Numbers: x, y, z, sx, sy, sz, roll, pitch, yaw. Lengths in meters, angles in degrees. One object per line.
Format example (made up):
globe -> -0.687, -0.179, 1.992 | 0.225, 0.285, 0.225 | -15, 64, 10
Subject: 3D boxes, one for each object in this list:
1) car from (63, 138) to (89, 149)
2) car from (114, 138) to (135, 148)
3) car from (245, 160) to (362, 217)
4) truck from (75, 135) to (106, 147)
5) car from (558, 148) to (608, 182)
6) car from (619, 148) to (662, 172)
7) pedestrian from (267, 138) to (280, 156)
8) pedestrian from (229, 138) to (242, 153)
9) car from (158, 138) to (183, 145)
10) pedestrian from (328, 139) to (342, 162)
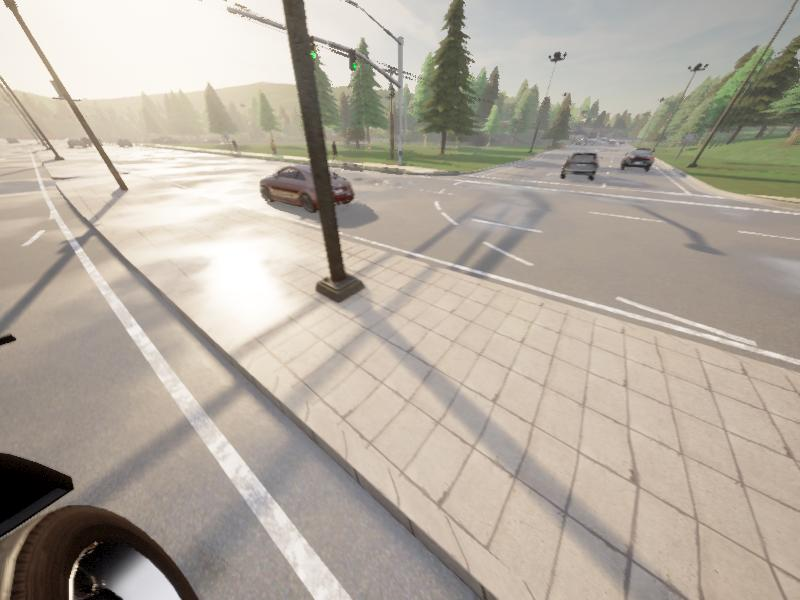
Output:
car -> -65.363, -31.623, 46.630 | 5.027, 1.651, 2.152 | 24, 41, 29
car -> -60.791, -34.665, 51.000 | 3.988, 1.617, 1.851 | 24, 41, 29
car -> -3.813, -4.587, 9.177 | 4.181, 1.385, 1.994 | 23, 41, 28
truck -> -73.500, -37.807, 54.890 | 6.274, 2.098, 2.390 | 17, 39, 22
car -> 12.794, -9.578, 16.197 | 2.033, 1.649, 4.856 | 21, 40, 28
car -> 21.698, -12.871, 21.033 | 2.038, 1.542, 4.974 | 25, 42, 30
pedestrian -> -15.697, -18.983, 28.719 | 0.751, 1.860, 0.751 | 25, 42, 30
pedestrian -> -24.463, -22.988, 34.303 | 0.751, 1.860, 0.751 | 25, 42, 30
car -> -68.511, -47.335, 68.961 | 1.837, 1.490, 4.892 | 24, 42, 30
pedestrian -> -6.442, -14.751, 22.818 | 0.751, 1.860, 0.751 | 25, 42, 31
